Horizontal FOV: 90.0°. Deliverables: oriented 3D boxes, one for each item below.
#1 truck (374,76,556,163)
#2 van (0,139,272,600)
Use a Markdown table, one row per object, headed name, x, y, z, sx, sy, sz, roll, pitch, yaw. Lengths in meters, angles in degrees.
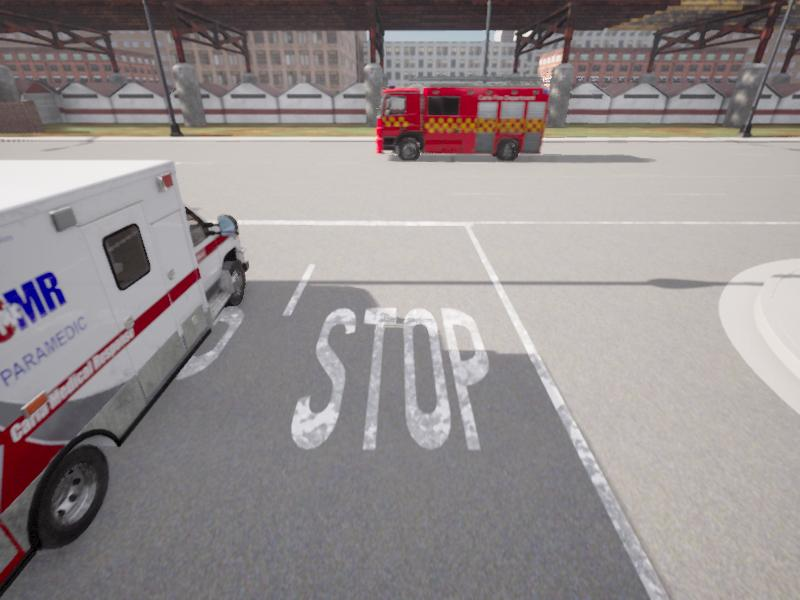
| name | x | y | z | sx | sy | sz | roll | pitch | yaw |
| --- | --- | --- | --- | --- | --- | --- | --- | --- | --- |
| truck | 3.016 | -9.345 | 20.726 | 8.468 | 3.827 | 2.891 | 0 | 27 | 0 |
| van | -3.496 | 0.074 | 3.843 | 2.351 | 2.431 | 6.366 | 0 | 27 | 0 |
